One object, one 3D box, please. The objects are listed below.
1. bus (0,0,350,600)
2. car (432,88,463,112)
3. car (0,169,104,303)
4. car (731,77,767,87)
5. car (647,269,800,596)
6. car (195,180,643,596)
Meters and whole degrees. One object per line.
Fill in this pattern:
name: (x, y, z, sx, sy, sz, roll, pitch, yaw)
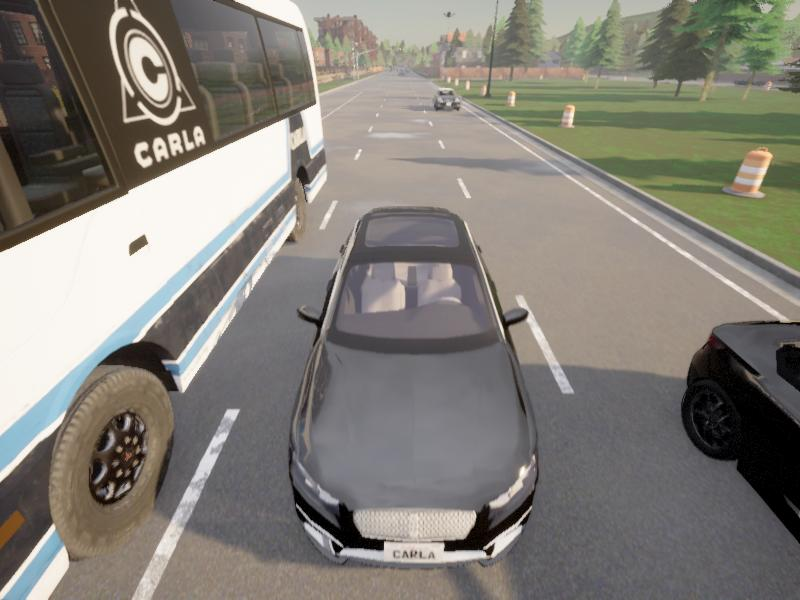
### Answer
bus: (-3.318, -1.931, 5.082, 3.944, 4.253, 10.273, 0, 30, 0)
car: (3.649, -15.765, 31.454, 1.970, 1.475, 3.806, 0, 30, 0)
car: (-6.946, -0.757, 5.930, 1.994, 1.385, 4.181, -1, 30, -1)
car: (58.395, -36.502, 67.030, 1.895, 1.301, 4.718, 0, 30, 0)
car: (3.551, 1.423, 2.100, 1.816, 1.474, 4.193, 0, 30, 0)
car: (0.121, 0.058, 4.395, 2.128, 1.511, 4.902, 0, 30, 1)
